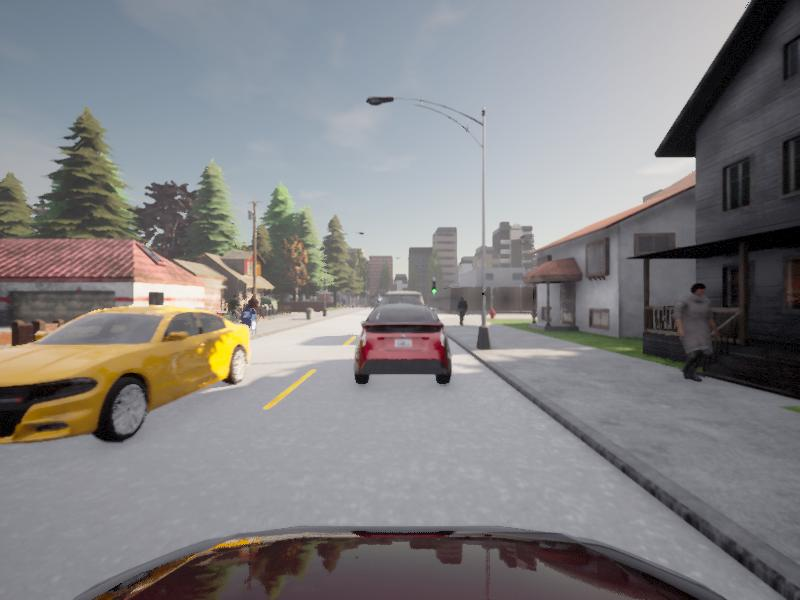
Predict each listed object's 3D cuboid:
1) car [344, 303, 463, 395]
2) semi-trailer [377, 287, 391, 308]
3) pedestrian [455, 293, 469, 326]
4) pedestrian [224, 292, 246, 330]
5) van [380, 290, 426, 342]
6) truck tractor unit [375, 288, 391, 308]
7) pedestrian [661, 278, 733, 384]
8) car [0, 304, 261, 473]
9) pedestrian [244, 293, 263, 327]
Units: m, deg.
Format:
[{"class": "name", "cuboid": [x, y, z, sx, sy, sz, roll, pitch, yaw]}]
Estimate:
[{"class": "car", "cuboid": [0.044, 0.837, 8.981, 2.007, 1.525, 4.514, 0, 0, 0]}, {"class": "semi-trailer", "cuboid": [-3.567, -0.528, 93.682, 2.717, 4.402, 14.254, 0, 0, 0]}, {"class": "pedestrian", "cuboid": [3.584, 0.556, 23.286, 0.751, 1.860, 0.751, 0, 0, 5]}, {"class": "pedestrian", "cuboid": [-8.432, 0.553, 20.439, 0.751, 1.860, 0.751, 0, 0, 5]}, {"class": "van", "cuboid": [0.088, 0.616, 17.602, 1.775, 1.987, 4.442, 0, 0, -1]}, {"class": "truck tractor unit", "cuboid": [-3.629, -0.441, 85.771, 3.053, 4.208, 6.516, 0, 0, 1]}, {"class": "pedestrian", "cuboid": [5.424, 0.540, 7.350, 0.751, 1.860, 0.751, 0, 0, -2]}, {"class": "car", "cuboid": [-3.979, 0.829, 6.171, 1.882, 1.535, 5.008, 0, 0, 0]}, {"class": "pedestrian", "cuboid": [-8.257, 0.555, 22.541, 0.751, 1.860, 0.751, 0, 0, 12]}]
